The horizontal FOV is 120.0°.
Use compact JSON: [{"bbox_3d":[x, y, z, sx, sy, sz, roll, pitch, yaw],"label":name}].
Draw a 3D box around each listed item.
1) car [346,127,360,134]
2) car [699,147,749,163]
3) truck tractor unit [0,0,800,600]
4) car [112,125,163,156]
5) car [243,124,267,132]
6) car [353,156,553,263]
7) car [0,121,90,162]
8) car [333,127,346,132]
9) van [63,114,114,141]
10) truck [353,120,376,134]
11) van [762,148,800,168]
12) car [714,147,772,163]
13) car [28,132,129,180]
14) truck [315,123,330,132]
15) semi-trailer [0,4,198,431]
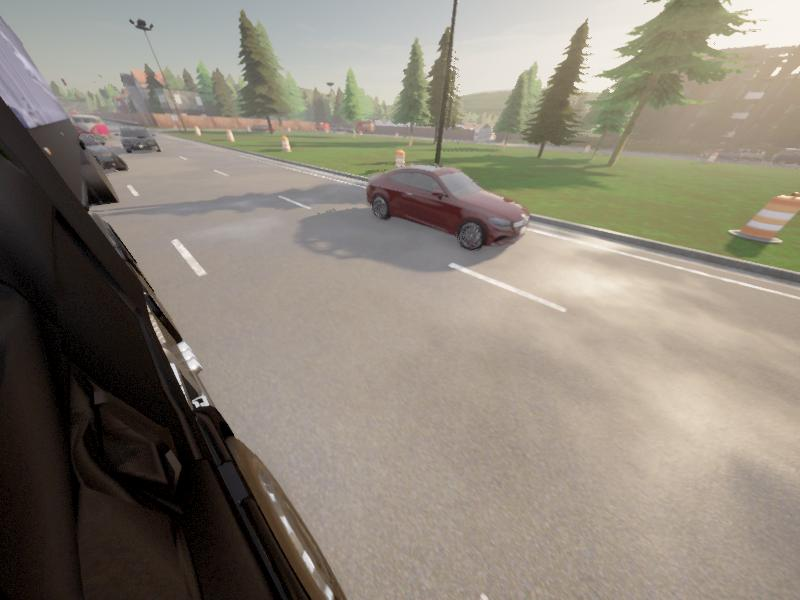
[{"bbox_3d":[-15.628,-56.064,76.527,4.611,1.667,2.242,30,44,31],"label":"car"},{"bbox_3d":[49.037,-22.132,35.154,3.988,1.617,1.851,30,44,31],"label":"car"},{"bbox_3d":[-2.645,-0.295,0.351,6.516,4.208,3.053,28,44,30],"label":"truck tractor unit"},{"bbox_3d":[-19.445,-11.938,17.160,1.837,1.490,4.892,-26,47,-33],"label":"car"},{"bbox_3d":[-35.467,-42.104,56.603,2.007,1.525,4.514,26,42,28],"label":"car"},{"bbox_3d":[1.005,-2.734,6.189,4.674,1.442,1.812,29,44,31],"label":"car"},{"bbox_3d":[-20.647,-9.436,13.628,5.027,1.651,2.152,29,44,31],"label":"car"},{"bbox_3d":[-23.176,-64.979,88.039,4.792,1.488,2.163,30,44,31],"label":"car"},{"bbox_3d":[-31.553,-17.615,23.585,1.775,1.987,4.442,-23,44,-30],"label":"van"},{"bbox_3d":[-12.450,-60.834,81.205,8.468,3.827,2.891,30,44,31],"label":"truck"},{"bbox_3d":[51.249,-18.215,29.725,4.442,1.987,1.775,29,44,31],"label":"van"},{"bbox_3d":[53.208,-22.599,35.995,4.611,1.667,2.242,30,44,31],"label":"car"},{"bbox_3d":[-14.617,-6.730,10.618,4.181,1.385,1.994,29,47,31],"label":"car"},{"bbox_3d":[-28.811,-64.510,86.214,5.204,2.467,2.627,30,44,31],"label":"truck"},{"bbox_3d":[-8.521,-3.716,4.400,14.254,4.402,2.717,30,44,32],"label":"semi-trailer"}]
